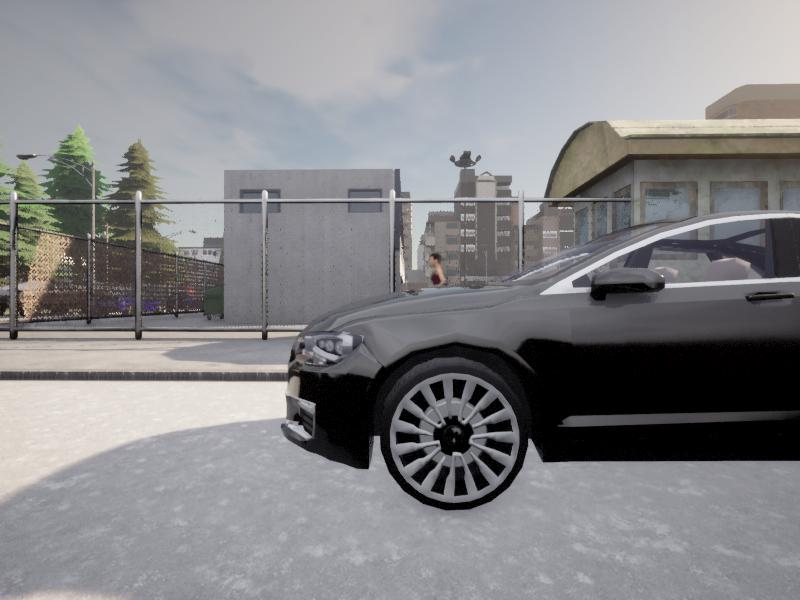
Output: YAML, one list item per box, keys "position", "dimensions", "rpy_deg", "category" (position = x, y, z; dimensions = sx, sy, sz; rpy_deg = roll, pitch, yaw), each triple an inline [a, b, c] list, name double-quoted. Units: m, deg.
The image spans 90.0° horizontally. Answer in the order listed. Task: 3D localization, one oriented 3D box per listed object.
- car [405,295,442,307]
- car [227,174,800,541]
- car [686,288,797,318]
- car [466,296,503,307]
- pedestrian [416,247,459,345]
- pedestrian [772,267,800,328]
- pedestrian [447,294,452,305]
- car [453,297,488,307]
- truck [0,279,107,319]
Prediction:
- position: [3.273, 0.171, 56.275]
  dimensions: [5.238, 1.638, 1.930]
  rpy_deg: [0, 0, 2]
  category: "car"
- position: [1.742, 0.236, 2.706]
  dimensions: [4.902, 1.511, 2.128]
  rpy_deg: [0, 0, 1]
  category: "car"
- position: [17.629, 0.159, 20.794]
  dimensions: [4.193, 1.474, 1.816]
  rpy_deg: [0, 0, 1]
  category: "car"
- position: [12.607, 0.180, 60.035]
  dimensions: [5.027, 1.651, 2.152]
  rpy_deg: [0, 0, 1]
  category: "car"
- position: [0.776, -0.075, 8.100]
  dimensions: [0.751, 1.860, 0.751]
  rpy_deg: [0, 0, 14]
  category: "pedestrian"
- position: [12.514, -0.064, 12.676]
  dimensions: [0.751, 1.860, 0.751]
  rpy_deg: [0, 0, -12]
  category: "pedestrian"
- position: [7.838, -0.067, 63.417]
  dimensions: [0.751, 1.860, 0.751]
  rpy_deg: [0, 0, 0]
  category: "pedestrian"
- position: [9.808, 0.270, 56.091]
  dimensions: [4.674, 1.442, 1.812]
  rpy_deg: [0, 0, 1]
  category: "car"
- position: [-21.160, -0.058, 24.045]
  dimensions: [2.390, 2.098, 6.274]
  rpy_deg: [0, 0, 1]
  category: "truck"
